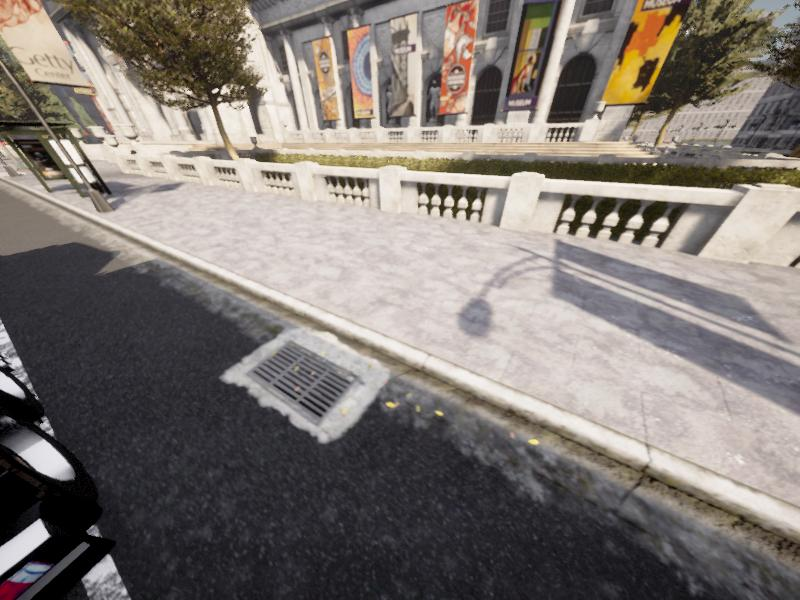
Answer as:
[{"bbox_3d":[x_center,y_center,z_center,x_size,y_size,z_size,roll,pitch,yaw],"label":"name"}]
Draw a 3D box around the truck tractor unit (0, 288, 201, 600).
[{"bbox_3d":[-5.150,-0.260,0.718,6.516,4.208,3.053,17,38,22],"label":"truck tractor unit"}]
